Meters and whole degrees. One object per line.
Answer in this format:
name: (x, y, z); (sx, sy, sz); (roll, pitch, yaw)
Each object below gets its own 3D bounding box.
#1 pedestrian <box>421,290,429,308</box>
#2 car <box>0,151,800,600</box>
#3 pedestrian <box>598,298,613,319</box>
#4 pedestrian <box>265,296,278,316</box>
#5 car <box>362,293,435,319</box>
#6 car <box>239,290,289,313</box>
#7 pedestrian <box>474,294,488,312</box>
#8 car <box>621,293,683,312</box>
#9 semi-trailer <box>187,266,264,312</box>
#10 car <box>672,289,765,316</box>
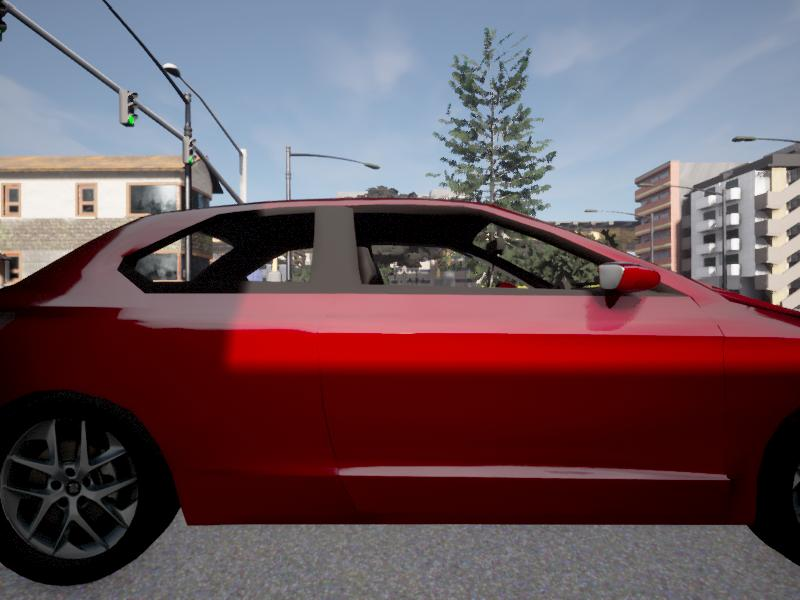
pedestrian: (2.583, -0.109, 41.278); (0.751, 1.860, 0.751); (0, 0, 2)
car: (0.276, 0.255, 2.204); (4.193, 1.474, 1.816); (0, 0, 0)
pedestrian: (10.960, 0.426, 21.322); (0.500, 1.100, 0.500); (0, 0, -5)
pedestrian: (-6.878, 0.314, 21.401); (0.500, 1.100, 0.500); (0, 0, -34)
car: (-0.191, 0.333, 24.884); (1.812, 1.442, 4.674); (0, 0, -44)
car: (-12.848, 0.112, 37.557); (5.566, 2.045, 2.150); (1, 1, 45)
pedestrian: (6.069, 0.206, 29.860); (0.751, 1.300, 0.751); (0, 0, 42)
car: (20.871, 0.221, 33.437); (2.163, 1.488, 4.792); (0, 0, 0)
semi-trailer: (-19.816, -1.053, 44.483); (14.254, 4.402, 2.717); (0, 0, 45)
car: (20.807, 0.147, 26.503); (2.152, 1.651, 5.027); (0, 0, 1)
